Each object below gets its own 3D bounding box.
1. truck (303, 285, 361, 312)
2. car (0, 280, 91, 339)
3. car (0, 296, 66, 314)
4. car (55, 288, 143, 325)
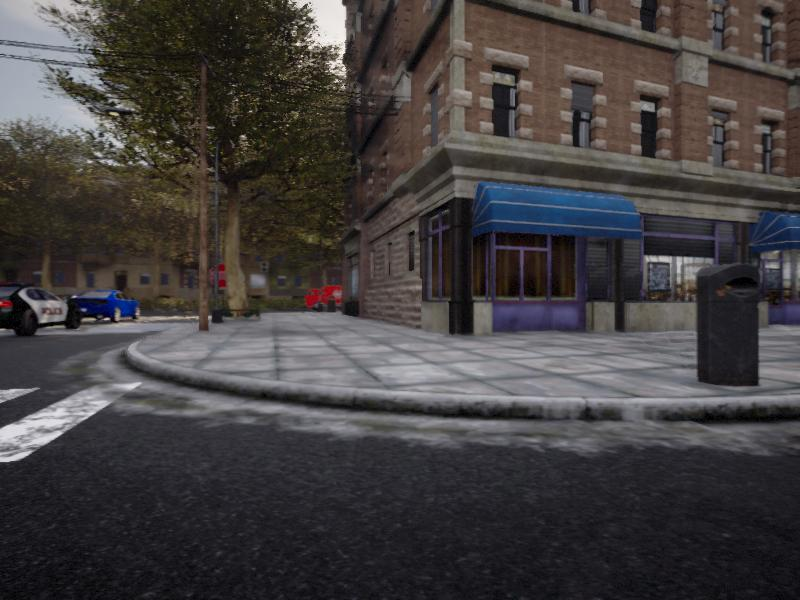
[{"bbox_3d":[-6.591,-0.164,38.805,5.204,2.467,2.627,-1,0,-17],"label":"truck"},{"bbox_3d":[-11.835,0.255,12.452,2.038,1.542,4.974,0,0,-19],"label":"car"},{"bbox_3d":[-29.416,0.374,31.603,4.181,1.385,1.994,0,0,-18],"label":"car"},{"bbox_3d":[-14.131,0.267,19.182,1.882,1.535,5.008,0,0,-18],"label":"car"}]
